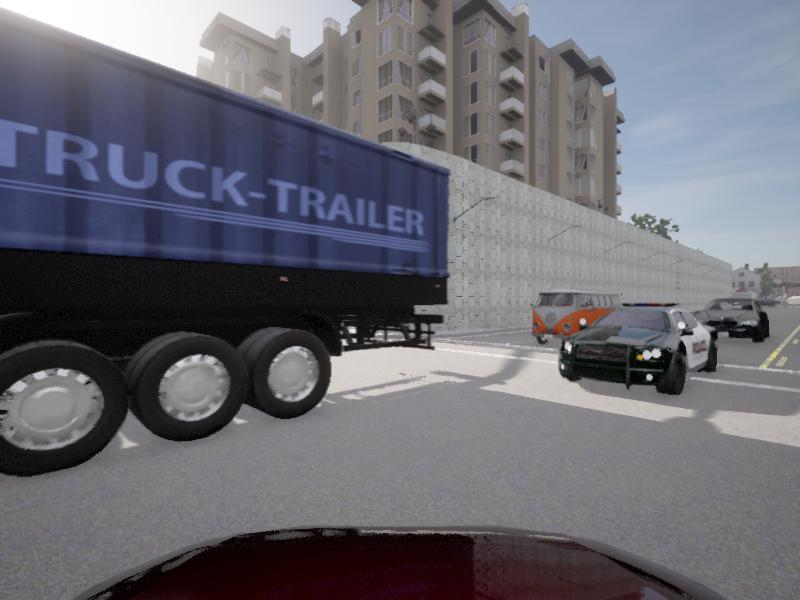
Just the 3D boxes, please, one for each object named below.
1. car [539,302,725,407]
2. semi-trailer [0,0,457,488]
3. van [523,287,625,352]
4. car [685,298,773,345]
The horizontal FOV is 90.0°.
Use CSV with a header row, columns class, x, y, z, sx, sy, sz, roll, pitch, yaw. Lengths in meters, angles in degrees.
class,x,y,z,sx,sy,sz,roll,pitch,yaw
car,5.095,0.829,8.401,4.974,1.542,2.038,0,0,-43
semi-trailer,-5.049,-0.615,3.647,14.254,4.402,2.717,0,0,-43
van,6.424,0.602,14.483,4.442,1.987,1.775,0,0,-43
car,13.643,0.758,16.466,4.611,1.667,2.242,0,0,-43
